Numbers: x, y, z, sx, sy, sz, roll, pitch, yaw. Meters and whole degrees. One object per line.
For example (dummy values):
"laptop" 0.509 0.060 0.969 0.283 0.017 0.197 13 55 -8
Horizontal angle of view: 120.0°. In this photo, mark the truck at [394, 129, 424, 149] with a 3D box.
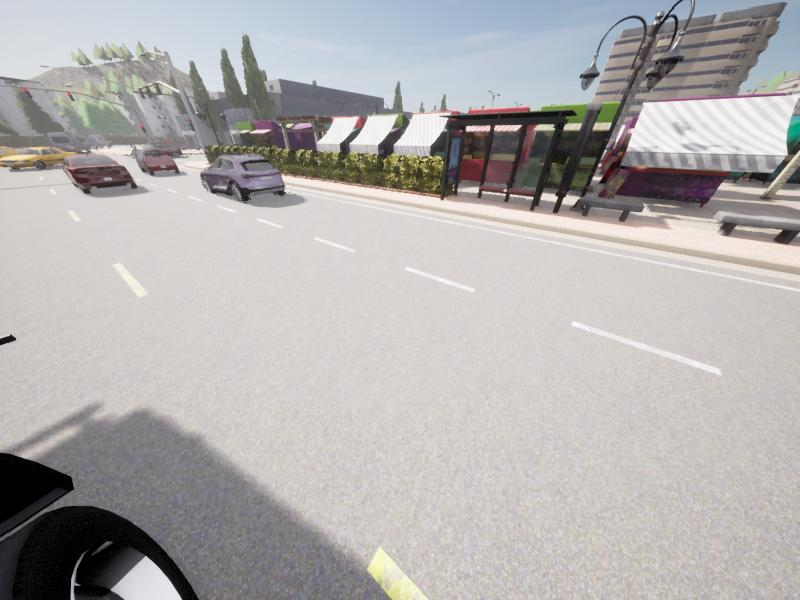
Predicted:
"truck" 2.302 -39.687 56.919 2.891 3.827 8.468 23 41 29

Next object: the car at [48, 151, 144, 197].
"car" -15.543 -6.564 11.787 5.008 1.535 1.882 23 41 28

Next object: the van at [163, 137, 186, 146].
"van" -67.383 -47.462 69.078 1.775 1.987 4.442 7 36 10

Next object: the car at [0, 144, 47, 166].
"car" -36.306 -12.795 20.453 1.801 1.575 5.366 24 41 29

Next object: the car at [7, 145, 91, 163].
"car" -36.959 -15.588 24.529 1.812 1.442 4.674 24 41 29

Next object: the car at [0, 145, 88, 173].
"car" -29.557 -11.733 18.989 1.801 1.575 5.366 -9 36 -13

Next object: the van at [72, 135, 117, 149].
"van" -66.551 -34.689 50.571 2.351 2.431 6.366 -8 36 -11

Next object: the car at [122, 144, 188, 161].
"car" -29.033 -17.719 27.574 2.163 1.488 4.792 15 38 20

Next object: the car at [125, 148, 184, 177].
"car" -17.698 -10.007 16.665 3.633 1.501 1.845 25 42 31

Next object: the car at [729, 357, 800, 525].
"car" 4.907 1.733 0.201 4.792 1.488 2.163 20 40 25

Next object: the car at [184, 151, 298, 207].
"car" -7.180 -5.606 10.406 4.856 1.649 2.033 23 41 28

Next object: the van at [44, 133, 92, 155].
"van" -49.862 -23.664 34.915 1.988 2.561 5.915 -23 41 -29
